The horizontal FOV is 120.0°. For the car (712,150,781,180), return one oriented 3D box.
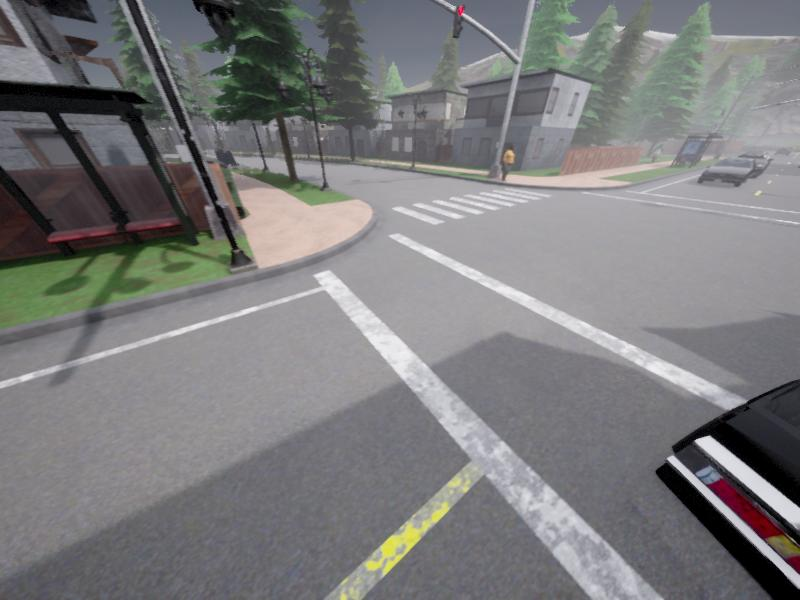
[{"bbox_3d":[27.474,-10.782,18.302,5.027,1.651,2.152,-21,40,-28],"label":"car"}]

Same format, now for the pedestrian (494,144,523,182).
[{"bbox_3d":[6.291,-7.965,13.462,0.751,1.860,0.751,-16,38,-22],"label":"pedestrian"}]

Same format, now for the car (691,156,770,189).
[{"bbox_3d":[21.466,-8.376,14.991,5.357,1.411,2.033,-21,40,-28],"label":"car"}]

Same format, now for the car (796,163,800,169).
[{"bbox_3d":[44.037,-14.690,24.173,4.974,1.542,2.038,-21,40,-28],"label":"car"}]

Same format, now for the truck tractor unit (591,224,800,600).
[{"bbox_3d":[5.328,0.022,0.338,6.516,4.208,3.053,-7,36,-10],"label":"truck tractor unit"}]

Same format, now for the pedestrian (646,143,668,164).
[{"bbox_3d":[27.832,-15.842,25.010,0.751,1.860,0.751,-21,40,-27],"label":"pedestrian"}]
